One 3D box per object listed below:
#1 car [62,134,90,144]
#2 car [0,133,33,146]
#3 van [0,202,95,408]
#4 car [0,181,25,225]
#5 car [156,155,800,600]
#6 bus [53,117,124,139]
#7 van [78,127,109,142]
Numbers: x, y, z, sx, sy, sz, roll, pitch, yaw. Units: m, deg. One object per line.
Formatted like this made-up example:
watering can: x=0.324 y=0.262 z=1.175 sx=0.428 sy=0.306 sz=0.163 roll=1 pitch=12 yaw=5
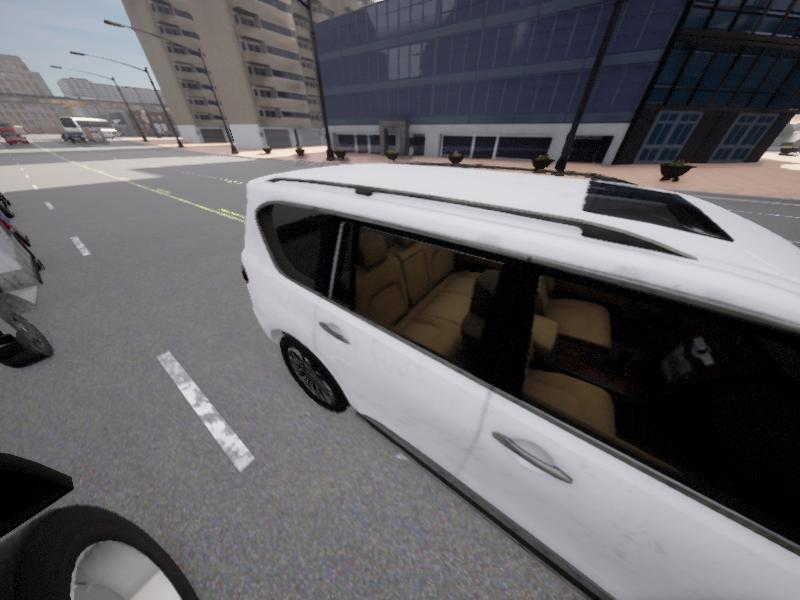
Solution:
car: x=-63.026 y=-31.384 z=44.949 sx=4.902 sy=1.511 sz=2.128 roll=24 pitch=42 yaw=27
car: x=-65.987 y=-27.619 z=39.683 sx=4.611 sy=1.667 sz=2.242 roll=24 pitch=42 yaw=27
van: x=-6.947 y=-0.679 z=2.786 sx=6.366 sy=2.431 sz=2.351 roll=21 pitch=40 yaw=28
car: x=-14.889 y=-3.489 z=7.570 sx=4.902 sy=1.511 sz=2.128 roll=22 pitch=41 yaw=28
car: x=1.019 y=0.246 z=1.769 sx=5.566 sy=2.045 sz=2.150 roll=22 pitch=41 yaw=28
bus: x=-78.191 y=-43.507 z=58.604 sx=3.944 sy=4.253 sz=10.273 roll=-2 pitch=36 yaw=-4
van: x=-66.310 y=-35.769 z=49.908 sx=6.366 sy=2.431 sz=2.351 roll=23 pitch=42 yaw=27
